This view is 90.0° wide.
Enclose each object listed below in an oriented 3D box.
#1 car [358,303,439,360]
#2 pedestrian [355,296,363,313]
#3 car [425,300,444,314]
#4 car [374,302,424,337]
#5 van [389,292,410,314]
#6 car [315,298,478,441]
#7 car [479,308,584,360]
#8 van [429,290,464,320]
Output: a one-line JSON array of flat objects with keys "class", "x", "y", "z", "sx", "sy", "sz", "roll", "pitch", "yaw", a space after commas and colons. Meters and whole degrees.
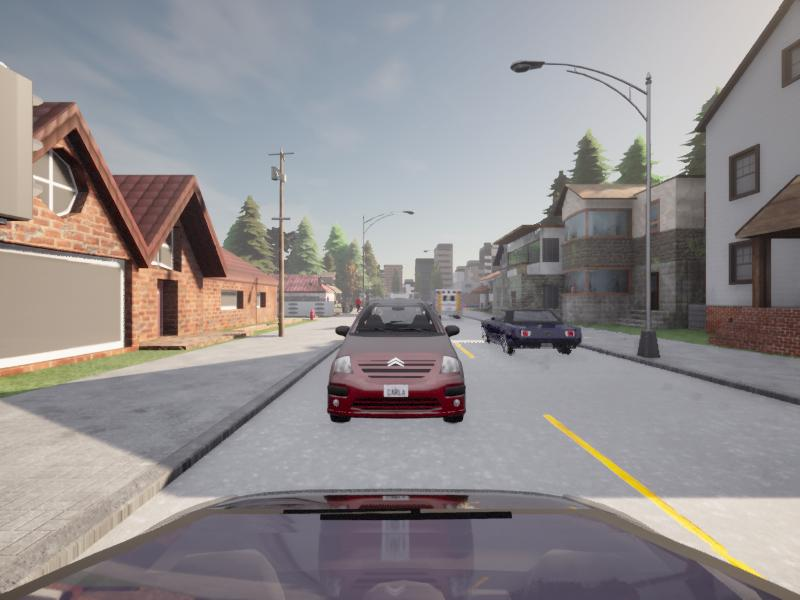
[{"class": "car", "x": -0.035, "y": 0.851, "z": 13.090, "sx": 2.163, "sy": 1.488, "sz": 4.792, "roll": 0, "pitch": 0, "yaw": 0}, {"class": "pedestrian", "x": -4.573, "y": 0.533, "z": 44.247, "sx": 0.751, "sy": 1.860, "sz": 0.751, "roll": 0, "pitch": 0, "yaw": 2}, {"class": "car", "x": 3.974, "y": 0.823, "z": 46.990, "sx": 1.882, "sy": 1.535, "sz": 5.008, "roll": 0, "pitch": 0, "yaw": 0}, {"class": "car", "x": -0.034, "y": 0.851, "z": 19.556, "sx": 2.163, "sy": 1.488, "sz": 4.792, "roll": 0, "pitch": 0, "yaw": 0}, {"class": "van", "x": -0.026, "y": 0.378, "z": 47.173, "sx": 2.351, "sy": 2.431, "sz": 6.366, "roll": 0, "pitch": 0, "yaw": 0}, {"class": "car", "x": -0.037, "y": 0.788, "z": 6.527, "sx": 1.851, "sy": 1.617, "sz": 3.988, "roll": 0, "pitch": 0, "yaw": 0}, {"class": "car", "x": 3.959, "y": 0.944, "z": 12.991, "sx": 1.895, "sy": 1.301, "sz": 4.718, "roll": 0, "pitch": 0, "yaw": 0}, {"class": "van", "x": 3.974, "y": 0.378, "z": 35.482, "sx": 2.351, "sy": 2.431, "sz": 6.366, "roll": 0, "pitch": 0, "yaw": 0}]
